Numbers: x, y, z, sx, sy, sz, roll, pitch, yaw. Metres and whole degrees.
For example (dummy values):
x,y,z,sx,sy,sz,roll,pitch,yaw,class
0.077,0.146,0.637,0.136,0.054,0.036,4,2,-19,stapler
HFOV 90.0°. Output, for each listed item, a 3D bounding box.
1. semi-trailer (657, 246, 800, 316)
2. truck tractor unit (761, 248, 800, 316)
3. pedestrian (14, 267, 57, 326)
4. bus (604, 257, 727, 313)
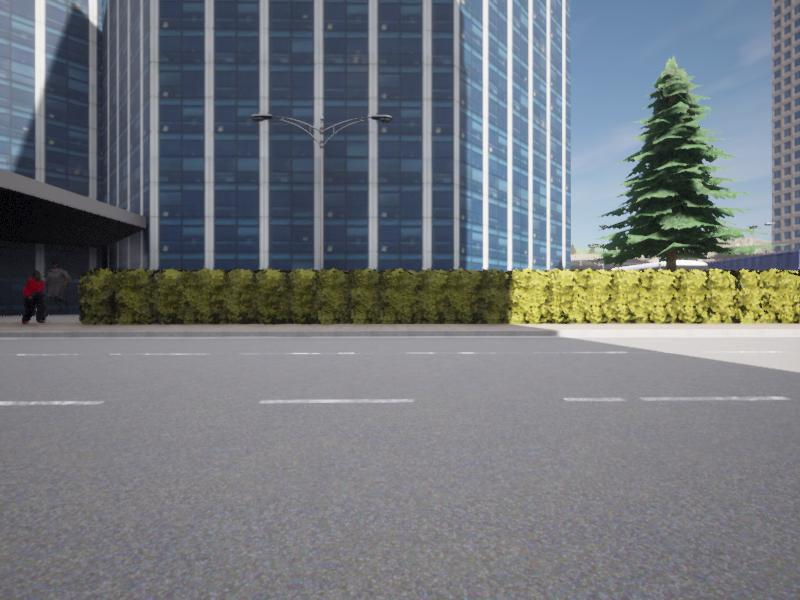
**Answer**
x,y,z,sx,sy,sz,roll,pitch,yaw,class
26.632,-1.219,32.353,2.717,4.402,14.254,0,0,1,semi-trailer
26.541,-1.125,24.441,3.053,4.208,6.516,0,0,1,truck tractor unit
-11.930,-0.115,13.107,0.751,1.860,0.751,0,0,17,pedestrian
22.777,-1.135,35.481,3.944,4.253,10.273,0,0,-1,bus
